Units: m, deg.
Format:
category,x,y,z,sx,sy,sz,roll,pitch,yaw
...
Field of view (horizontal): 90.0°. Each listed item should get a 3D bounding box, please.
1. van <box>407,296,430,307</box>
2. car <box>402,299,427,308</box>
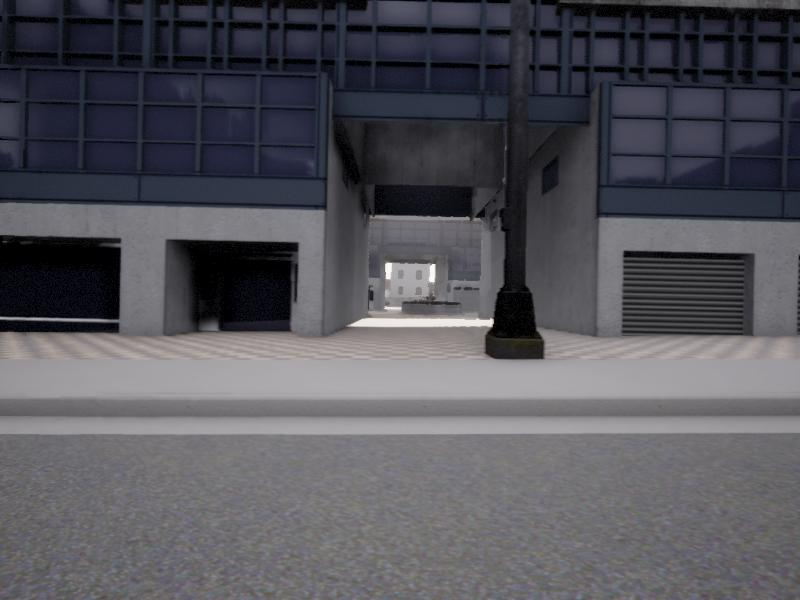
category,x,y,z,sx,sy,sz,roll,pitch,yaw
van,3.614,0.342,77.954,4.442,1.987,1.775,1,0,5
car,2.646,0.587,74.474,4.514,1.525,2.007,1,0,5
